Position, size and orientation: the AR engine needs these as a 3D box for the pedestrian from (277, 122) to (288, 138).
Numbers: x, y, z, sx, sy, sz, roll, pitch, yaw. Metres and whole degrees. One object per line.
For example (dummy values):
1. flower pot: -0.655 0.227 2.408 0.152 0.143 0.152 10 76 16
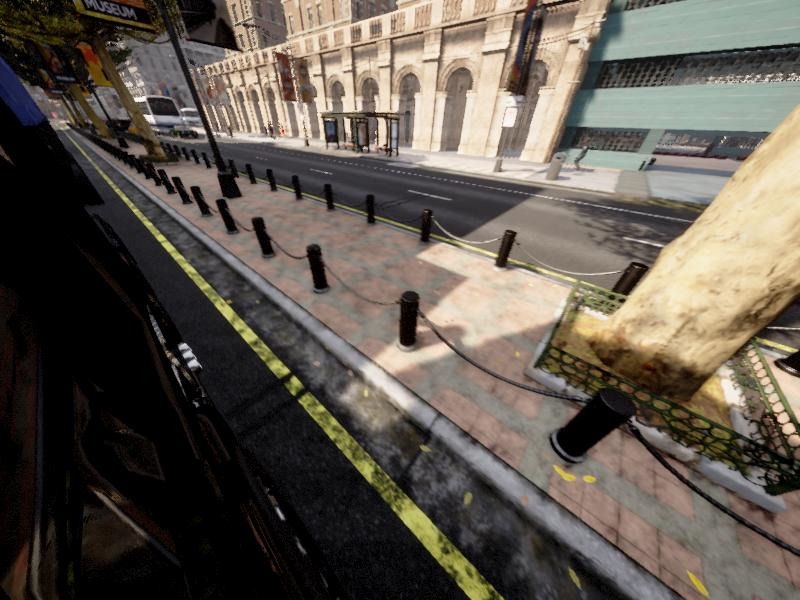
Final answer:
1. pedestrian: -17.491 -25.234 34.341 0.751 1.860 0.751 32 46 33

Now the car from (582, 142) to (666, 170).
1. car: 18.567 -12.182 19.412 4.786 1.482 2.161 28 44 30

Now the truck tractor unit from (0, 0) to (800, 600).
1. truck tractor unit: -2.645 -0.295 0.351 6.516 4.208 3.053 28 44 30

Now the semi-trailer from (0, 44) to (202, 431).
1. semi-trailer: -8.700 -3.592 4.243 14.254 4.402 2.717 28 44 30

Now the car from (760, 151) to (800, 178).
1. car: 30.087 -9.327 16.179 4.902 1.511 2.128 28 44 30

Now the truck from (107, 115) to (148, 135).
1. truck: -39.026 -25.090 33.081 6.274 2.098 2.390 28 44 30

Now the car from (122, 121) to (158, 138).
1. car: -32.842 -21.586 29.194 5.366 1.575 1.801 28 44 30

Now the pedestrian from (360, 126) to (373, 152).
1. pedestrian: -2.997 -14.558 20.950 0.751 1.860 0.751 28 44 30

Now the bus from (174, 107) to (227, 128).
1. bus: -58.612 -53.789 68.346 3.944 4.253 10.273 28 43 30

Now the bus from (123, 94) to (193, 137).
1. bus: -34.770 -26.351 33.195 10.273 4.253 3.944 28 44 30

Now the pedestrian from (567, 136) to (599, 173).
1. pedestrian: 11.549 -9.190 14.609 0.751 1.860 0.751 -30 47 -35

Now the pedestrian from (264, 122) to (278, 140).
1. pedestrian: -16.435 -21.484 29.420 0.751 1.860 0.751 23 42 25

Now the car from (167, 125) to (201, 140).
1. car: -27.701 -21.483 29.572 4.718 1.301 1.895 28 44 30
